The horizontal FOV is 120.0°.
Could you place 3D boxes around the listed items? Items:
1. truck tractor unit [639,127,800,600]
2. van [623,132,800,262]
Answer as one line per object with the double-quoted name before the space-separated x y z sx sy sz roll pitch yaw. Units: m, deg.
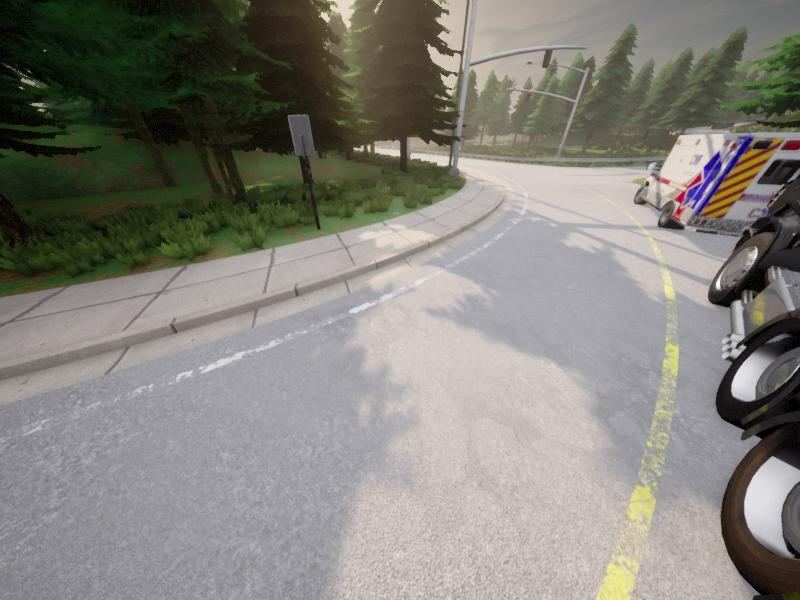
"truck tractor unit" 4.858 -0.498 1.061 6.516 4.208 3.053 -28 44 -34
"van" 9.922 -3.732 7.306 2.351 2.431 6.366 17 38 23
